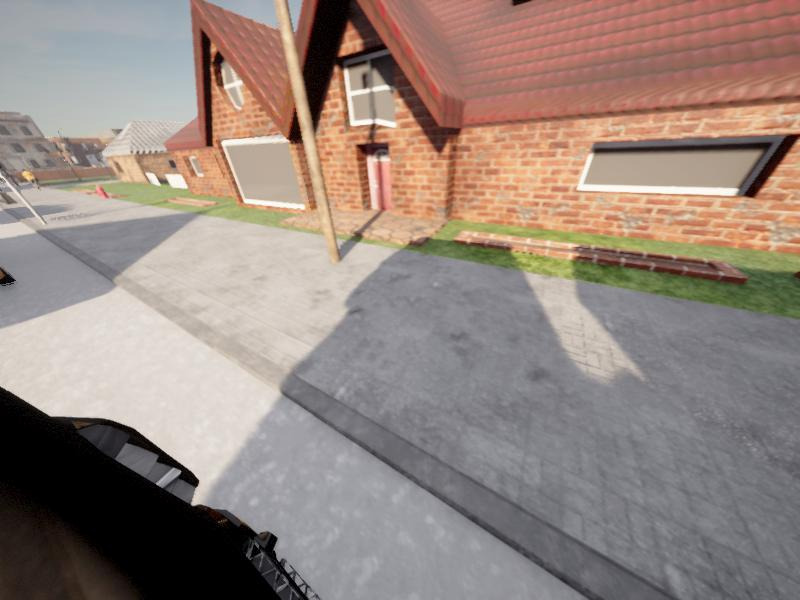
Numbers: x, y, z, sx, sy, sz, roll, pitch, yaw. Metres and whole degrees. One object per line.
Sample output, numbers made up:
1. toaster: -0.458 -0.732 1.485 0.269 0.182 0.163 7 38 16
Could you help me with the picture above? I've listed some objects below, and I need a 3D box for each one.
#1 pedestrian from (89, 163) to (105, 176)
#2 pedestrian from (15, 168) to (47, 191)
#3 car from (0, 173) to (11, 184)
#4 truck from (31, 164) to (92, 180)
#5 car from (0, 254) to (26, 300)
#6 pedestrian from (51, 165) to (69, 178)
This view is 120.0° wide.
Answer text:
1. pedestrian: -54.803 -23.610 41.782 0.751 1.860 0.751 14 37 24
2. pedestrian: -35.001 -11.450 21.923 0.751 1.860 0.751 18 39 28
3. car: -70.806 -20.138 38.756 2.152 1.651 5.027 4 34 10
4. truck: -66.242 -25.181 45.390 2.390 2.098 6.274 16 38 26
5. car: -10.392 -0.949 4.770 5.008 1.535 1.882 16 38 26
6. pedestrian: -57.714 -21.814 39.262 0.751 1.860 0.751 11 36 20
